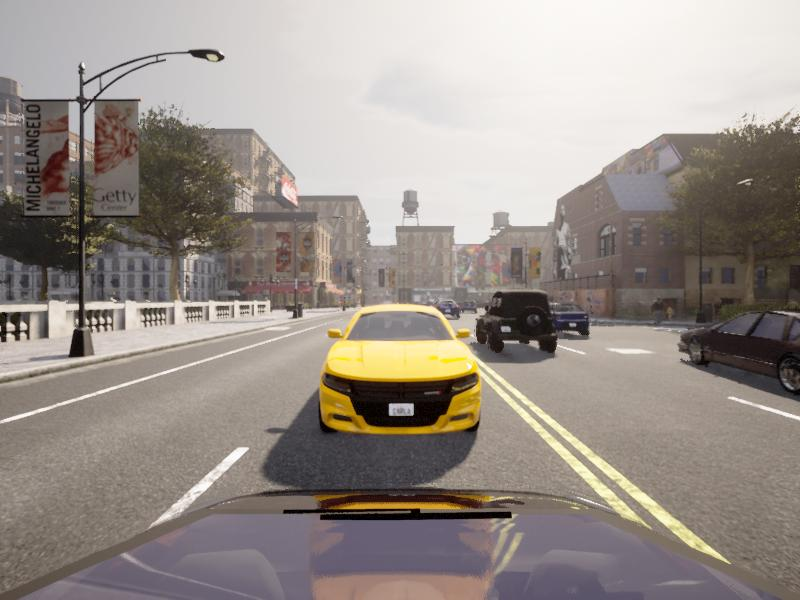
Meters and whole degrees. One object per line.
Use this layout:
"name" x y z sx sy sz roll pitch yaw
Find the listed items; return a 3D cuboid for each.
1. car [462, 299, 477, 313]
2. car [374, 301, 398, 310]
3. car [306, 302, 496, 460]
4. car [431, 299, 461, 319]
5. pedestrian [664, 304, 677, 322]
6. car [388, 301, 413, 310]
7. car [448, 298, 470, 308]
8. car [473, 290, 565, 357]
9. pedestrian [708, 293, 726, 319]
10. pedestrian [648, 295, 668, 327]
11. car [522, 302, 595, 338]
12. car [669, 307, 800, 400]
"car" 8.656 0.743 49.603 1.851 1.617 3.988 0 0 11
"car" -2.096 0.808 61.415 2.002 1.452 4.674 0 0 20
"car" -0.023 0.816 6.478 1.882 1.535 5.008 0 0 -1
"car" 3.970 0.749 35.300 2.152 1.651 5.027 0 0 1
"pedestrian" 17.506 0.841 25.891 0.500 1.100 0.500 0 0 -24
"car" 0.136 0.879 66.693 1.895 1.301 4.718 0 0 30
"car" 11.381 0.584 77.284 1.932 1.855 4.605 0 0 44
"car" 3.690 0.635 13.137 1.905 1.878 3.866 0 0 1
"pedestrian" 22.878 0.458 28.888 0.751 1.860 0.751 0 0 3
"pedestrian" 15.272 0.615 23.713 0.751 1.860 0.751 0 0 7
"car" 7.258 0.837 18.779 1.816 1.474 4.193 0 0 1
"car" 7.665 0.887 7.823 2.033 1.411 5.357 0 0 11
